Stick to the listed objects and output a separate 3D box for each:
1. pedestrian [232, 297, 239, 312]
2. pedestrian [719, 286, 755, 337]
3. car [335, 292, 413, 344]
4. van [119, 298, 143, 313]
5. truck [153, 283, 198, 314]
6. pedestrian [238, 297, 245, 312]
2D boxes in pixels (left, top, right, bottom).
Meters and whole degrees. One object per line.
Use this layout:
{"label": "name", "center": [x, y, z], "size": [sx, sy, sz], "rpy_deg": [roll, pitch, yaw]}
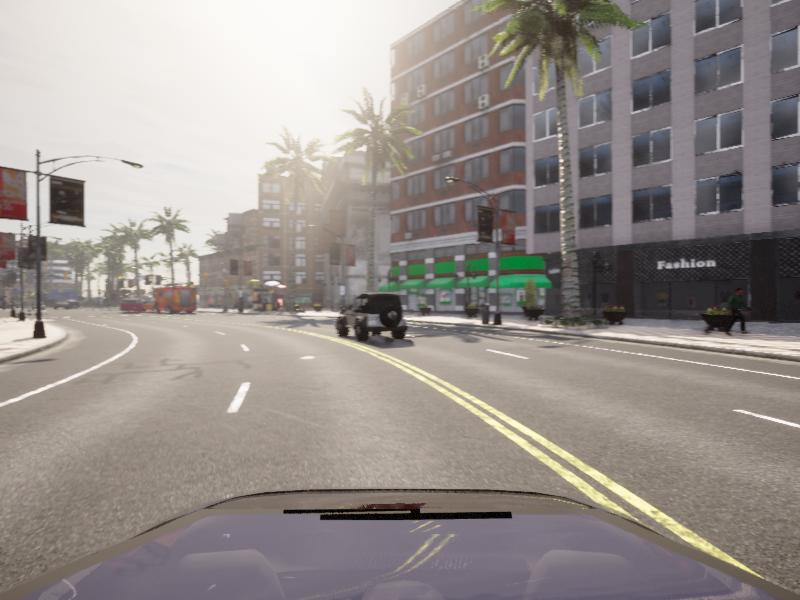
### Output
{"label": "pedestrian", "center": [-21.769, 0.595, 52.963], "size": [0.751, 1.860, 0.751], "rpy_deg": [0, 0, -23]}
{"label": "pedestrian", "center": [12.742, 0.418, 15.129], "size": [0.751, 1.860, 0.751], "rpy_deg": [0, 0, -22]}
{"label": "car", "center": [-1.209, 0.651, 16.607], "size": [1.905, 1.878, 3.866], "rpy_deg": [0, 0, -26]}
{"label": "van", "center": [-37.103, 0.788, 55.153], "size": [4.442, 1.987, 1.775], "rpy_deg": [0, 0, 44]}
{"label": "truck", "center": [-29.970, -0.169, 53.158], "size": [8.468, 3.827, 2.891], "rpy_deg": [0, 0, 44]}
{"label": "pedestrian", "center": [-21.058, 0.591, 53.169], "size": [0.751, 1.860, 0.751], "rpy_deg": [0, 0, -13]}
